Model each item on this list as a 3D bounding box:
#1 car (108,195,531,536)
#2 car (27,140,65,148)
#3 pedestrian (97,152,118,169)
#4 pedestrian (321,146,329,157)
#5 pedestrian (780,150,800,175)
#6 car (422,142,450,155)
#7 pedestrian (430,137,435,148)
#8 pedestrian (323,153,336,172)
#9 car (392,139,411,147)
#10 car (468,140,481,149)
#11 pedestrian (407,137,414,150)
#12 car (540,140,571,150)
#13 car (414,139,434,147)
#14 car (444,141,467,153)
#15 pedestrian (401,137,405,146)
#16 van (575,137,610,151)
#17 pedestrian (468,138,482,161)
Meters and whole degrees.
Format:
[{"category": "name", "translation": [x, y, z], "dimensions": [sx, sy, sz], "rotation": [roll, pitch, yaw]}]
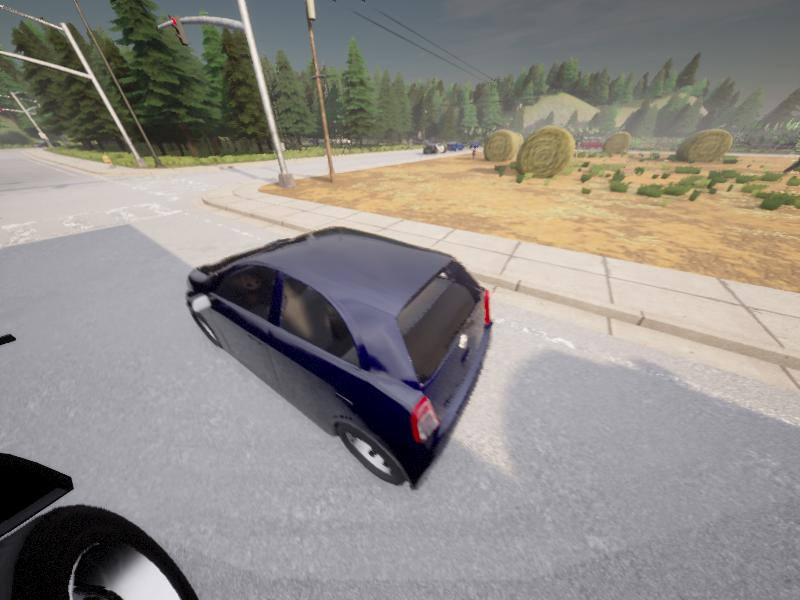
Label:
[{"category": "car", "translation": [-0.903, -0.009, 2.586], "dimensions": [3.633, 1.501, 1.845], "rotation": [20, 40, 26]}, {"category": "car", "translation": [-82.066, -36.213, 53.685], "dimensions": [1.812, 1.442, 4.674], "rotation": [-2, 35, -2]}, {"category": "pedestrian", "translation": [-22.342, -10.657, 17.662], "dimensions": [0.500, 1.100, 0.500], "rotation": [20, 40, 26]}, {"category": "pedestrian", "translation": [-8.988, -17.856, 27.810], "dimensions": [0.500, 1.100, 0.500], "rotation": [19, 40, 25]}, {"category": "pedestrian", "translation": [25.621, -8.955, 14.538], "dimensions": [0.751, 1.860, 0.751], "rotation": [-7, 36, -9]}, {"category": "car", "translation": [5.448, -22.819, 34.704], "dimensions": [2.038, 1.542, 4.974], "rotation": [21, 41, 27]}, {"category": "pedestrian", "translation": [6.809, -32.964, 48.375], "dimensions": [0.751, 1.860, 0.751], "rotation": [7, 36, 10]}, {"category": "pedestrian", "translation": [-4.932, -9.661, 16.282], "dimensions": [0.500, 1.100, 0.500], "rotation": [20, 40, 25]}, {"category": "car", "translation": [0.466, -40.497, 59.508], "dimensions": [4.514, 1.525, 2.007], "rotation": [23, 41, 29]}, {"category": "car", "translation": [16.108, -33.704, 49.963], "dimensions": [2.007, 1.525, 4.514], "rotation": [6, 36, 8]}, {"category": "pedestrian", "translation": [1.850, -27.542, 40.758], "dimensions": [0.751, 1.860, 0.751], "rotation": [24, 42, 30]}, {"category": "car", "translation": [30.345, -30.252, 45.060], "dimensions": [4.514, 1.525, 2.007], "rotation": [23, 42, 29]}, {"category": "car", "translation": [5.819, -38.200, 56.270], "dimensions": [4.514, 1.525, 2.007], "rotation": [25, 42, 30]}, {"category": "car", "translation": [9.575, -26.404, 39.730], "dimensions": [1.882, 1.535, 5.008], "rotation": [21, 41, 27]}, {"category": "pedestrian", "translation": [0.677, -37.411, 54.576], "dimensions": [0.751, 1.860, 0.751], "rotation": [16, 39, 22]}, {"category": "van", "translation": [35.006, -28.441, 42.111], "dimensions": [4.442, 1.987, 1.775], "rotation": [23, 42, 29]}, {"category": "pedestrian", "translation": [7.706, -15.486, 23.767], "dimensions": [0.751, 1.860, 0.751], "rotation": [28, 44, 33]}]
